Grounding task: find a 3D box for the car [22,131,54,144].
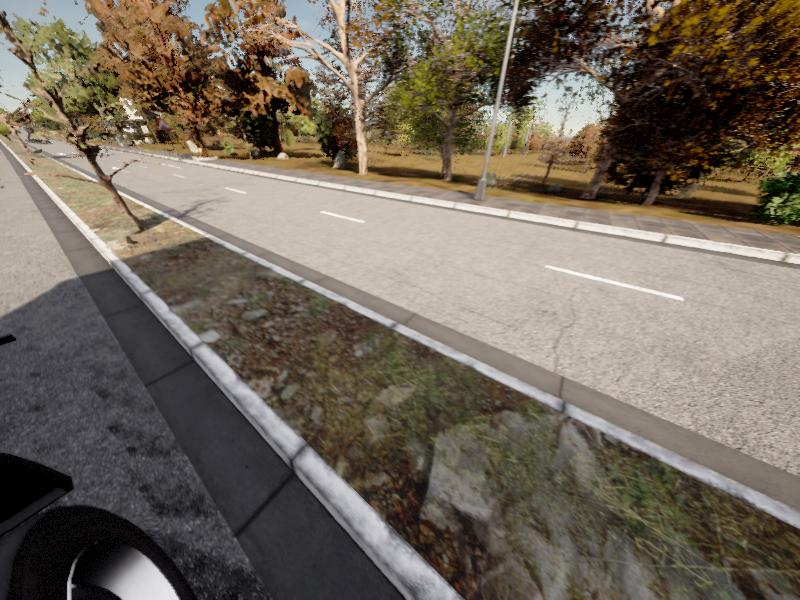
[{"bbox_3d":[-60.608,-27.183,38.629,4.856,1.649,2.033,23,41,27],"label":"car"}]
